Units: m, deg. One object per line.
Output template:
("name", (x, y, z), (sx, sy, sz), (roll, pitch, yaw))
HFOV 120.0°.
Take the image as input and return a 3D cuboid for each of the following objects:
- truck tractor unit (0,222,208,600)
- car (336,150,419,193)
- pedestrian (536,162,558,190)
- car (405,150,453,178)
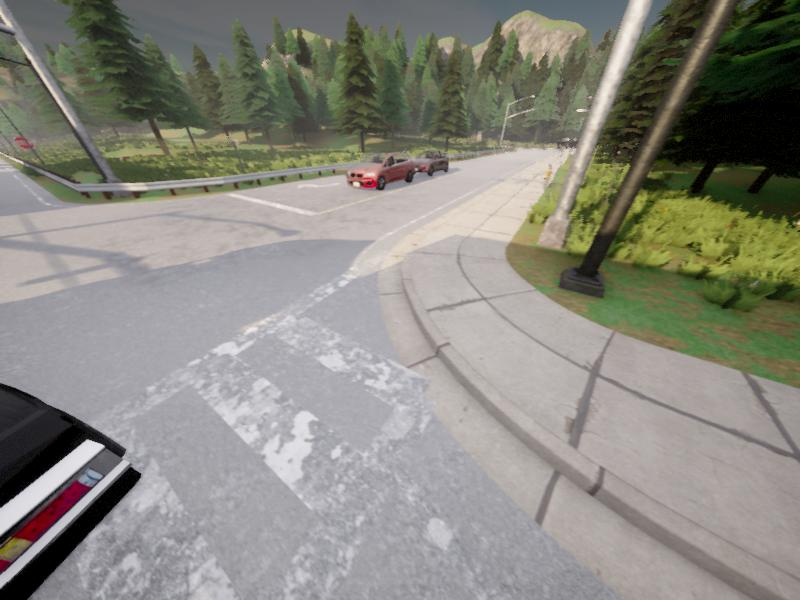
("truck tractor unit", (-5.327, 0.022, 0.330), (6.516, 4.208, 3.053), (7, 35, 10))
("car", (-1.048, -7.533, 13.272), (2.242, 1.667, 4.611), (20, 40, 27))
("pedestrian", (7.081, -5.981, 11.126), (0.500, 1.100, 0.500), (23, 41, 30))
("car", (2.245, -10.419, 17.520), (1.816, 1.474, 4.193), (20, 40, 27))
